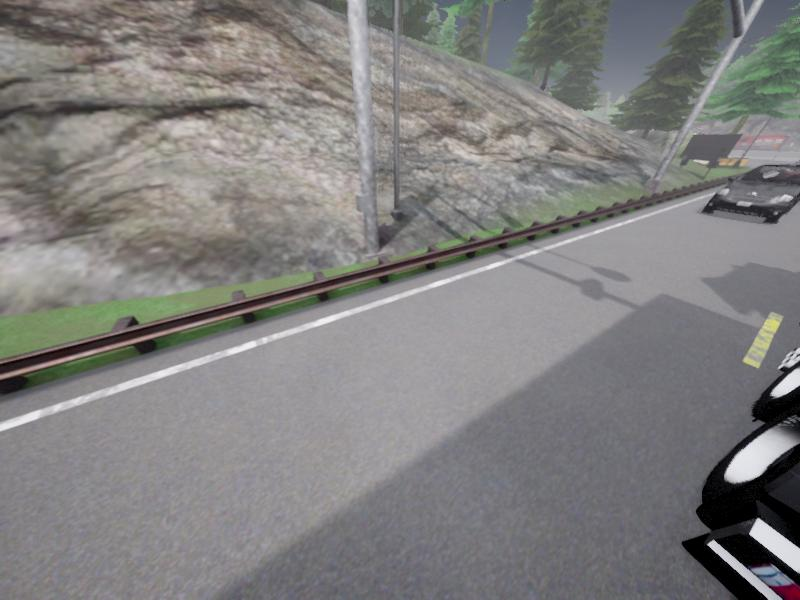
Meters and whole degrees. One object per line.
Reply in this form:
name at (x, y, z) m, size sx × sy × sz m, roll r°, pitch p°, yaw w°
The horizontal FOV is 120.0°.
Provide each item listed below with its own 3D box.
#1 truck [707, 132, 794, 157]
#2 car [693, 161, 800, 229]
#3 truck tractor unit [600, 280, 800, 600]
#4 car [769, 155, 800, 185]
truck at (68.772, -30.841, 45.741) m, size 2.891 × 3.827 × 8.468 m, roll -19°, pitch 39°, yaw -25°
car at (13.170, -3.969, 8.377) m, size 3.988 × 1.617 × 1.851 m, roll -18°, pitch 39°, yaw -25°
truck tractor unit at (5.143, -0.265, 0.755) m, size 6.516 × 4.208 × 3.053 m, roll -17°, pitch 38°, yaw -23°
car at (27.414, -8.684, 15.357) m, size 4.792 × 1.488 × 2.163 m, roll -18°, pitch 39°, yaw -25°
